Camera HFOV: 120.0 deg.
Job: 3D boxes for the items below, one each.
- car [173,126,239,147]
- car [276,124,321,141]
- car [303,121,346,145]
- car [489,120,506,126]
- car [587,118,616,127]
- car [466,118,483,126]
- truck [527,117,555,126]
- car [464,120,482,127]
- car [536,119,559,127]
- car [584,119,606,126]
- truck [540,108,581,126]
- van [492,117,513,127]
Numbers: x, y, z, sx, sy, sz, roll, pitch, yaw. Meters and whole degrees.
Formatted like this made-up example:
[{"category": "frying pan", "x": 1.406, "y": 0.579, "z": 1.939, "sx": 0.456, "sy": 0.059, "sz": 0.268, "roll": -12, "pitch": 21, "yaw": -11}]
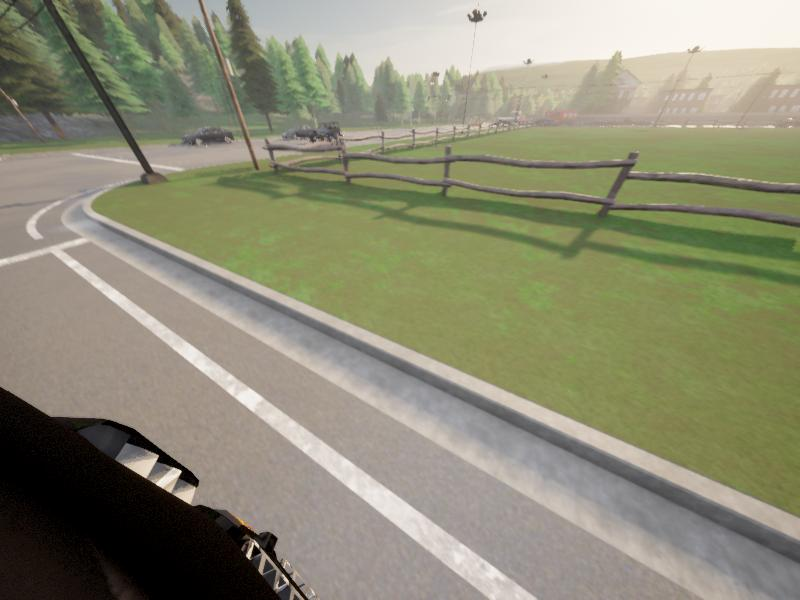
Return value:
[{"category": "car", "x": -20.349, "y": -17.384, "z": 24.468, "sx": 1.837, "sy": 1.490, "sz": 4.892, "roll": 19, "pitch": 43, "yaw": 23}, {"category": "car", "x": -12.707, "y": -21.262, "z": 29.292, "sx": 2.128, "sy": 1.511, "sz": 4.902, "roll": 20, "pitch": 42, "yaw": 24}, {"category": "car", "x": -7.906, "y": -17.946, "z": 24.700, "sx": 1.905, "sy": 1.878, "sz": 3.866, "roll": 19, "pitch": 42, "yaw": 24}, {"category": "car", "x": 28.422, "y": -51.609, "z": 67.390, "sx": 4.193, "sy": 1.474, "sz": 1.816, "roll": -8, "pitch": 39, "yaw": -9}, {"category": "car", "x": 50.373, "y": -44.494, "z": 57.920, "sx": 5.238, "sy": 1.638, "sz": 1.930, "roll": 19, "pitch": 42, "yaw": 23}, {"category": "car", "x": 22.988, "y": -55.024, "z": 71.492, "sx": 4.605, "sy": 1.855, "sz": 1.932, "roll": -16, "pitch": 41, "yaw": -18}, {"category": "truck", "x": 40.013, "y": -50.778, "z": 65.678, "sx": 6.274, "sy": 2.098, "sz": 2.390, "roll": 17, "pitch": 42, "yaw": 21}, {"category": "car", "x": 21.563, "y": -52.062, "z": 68.016, "sx": 5.008, "sy": 1.535, "sz": 1.882, "roll": -21, "pitch": 42, "yaw": -24}, {"category": "car", "x": 38.500, "y": -46.097, "z": 60.201, "sx": 4.611, "sy": 1.667, "sz": 2.242, "roll": 19, "pitch": 42, "yaw": 23}, {"category": "car", "x": 51.202, "y": -46.637, "z": 60.762, "sx": 4.193, "sy": 1.474, "sz": 1.816, "roll": 19, "pitch": 42, "yaw": 23}, {"category": "truck", "x": 45.506, "y": -52.041, "z": 65.814, "sx": 8.468, "sy": 3.827, "sz": 2.891, "roll": 19, "pitch": 42, "yaw": 23}, {"category": "van", "x": 28.652, "y": -49.723, "z": 64.542, "sx": 4.480, "sy": 2.038, "sz": 2.069, "roll": -9, "pitch": 39, "yaw": -11}]
